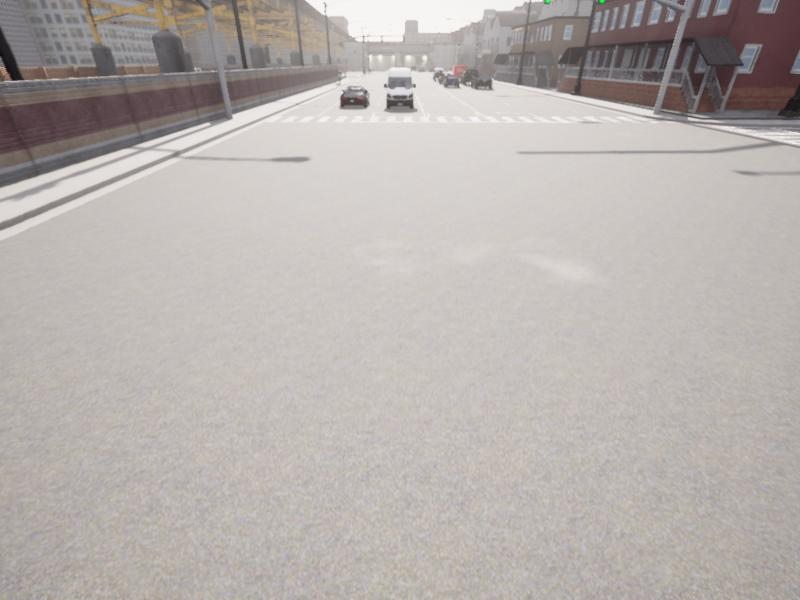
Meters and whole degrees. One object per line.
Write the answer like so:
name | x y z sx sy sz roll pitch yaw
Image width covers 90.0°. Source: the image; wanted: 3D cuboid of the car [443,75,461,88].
car | 6.994 -29.738 54.372 1.812 1.442 4.674 0 31 0

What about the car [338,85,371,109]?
car | -3.486 -15.950 31.286 1.994 1.385 4.181 1 31 1

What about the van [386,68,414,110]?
van | -0.003 -16.279 30.699 1.988 2.561 5.915 0 31 0

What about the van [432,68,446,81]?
van | 7.003 -40.787 72.340 2.069 2.038 4.480 0 31 0

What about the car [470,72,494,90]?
car | 10.503 -28.217 51.478 2.097 1.767 4.553 0 31 0

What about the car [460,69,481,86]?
car | 10.490 -33.509 60.115 2.150 2.045 5.566 0 31 0

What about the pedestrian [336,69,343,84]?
pedestrian | -8.705 -32.342 57.977 0.751 1.860 0.751 2 31 3

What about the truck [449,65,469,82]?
truck | 10.467 -40.377 71.242 2.627 2.467 5.204 0 31 0
